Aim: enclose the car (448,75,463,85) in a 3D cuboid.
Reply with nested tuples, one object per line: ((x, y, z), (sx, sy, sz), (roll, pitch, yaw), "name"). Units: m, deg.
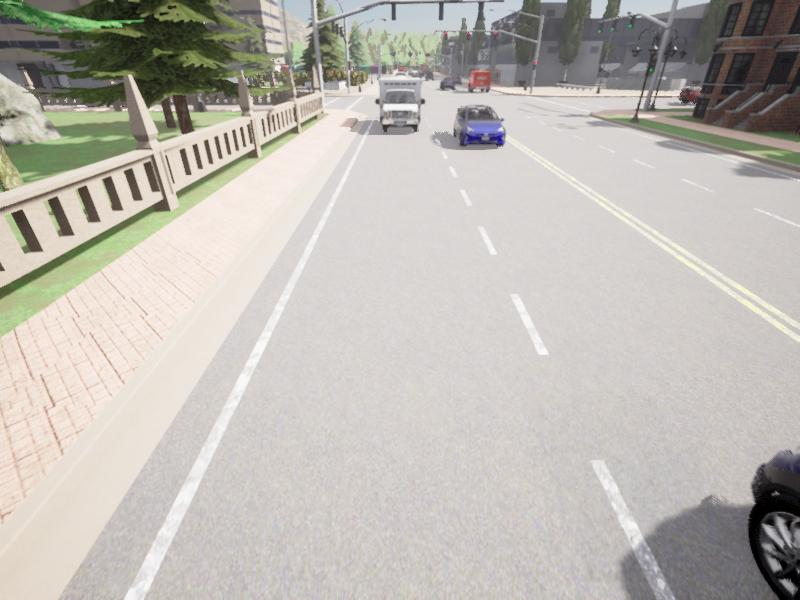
((10.554, -42.262, 76.781), (2.242, 1.667, 4.611), (0, 30, 0), "car")

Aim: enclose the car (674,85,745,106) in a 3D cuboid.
((27.889, -18.516, 36.173), (4.514, 1.525, 2.007), (-1, 30, -1), "car")

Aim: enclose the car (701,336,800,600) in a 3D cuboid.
((3.498, 1.980, 0.841), (2.097, 1.767, 4.553), (0, 30, 0), "car")

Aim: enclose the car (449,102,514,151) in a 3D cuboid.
((3.511, -7.999, 18.176), (2.007, 1.525, 4.514), (0, 30, 0), "car")

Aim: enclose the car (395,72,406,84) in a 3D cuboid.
((0.057, -44.311, 79.786), (2.150, 2.045, 5.566), (0, 30, 0), "car")

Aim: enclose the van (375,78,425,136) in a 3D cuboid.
((0.013, -10.920, 22.280), (2.351, 2.431, 6.366), (0, 30, 0), "van")

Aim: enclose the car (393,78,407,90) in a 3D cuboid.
((0.041, -32.426, 60.078), (2.033, 1.411, 5.357), (0, 30, 0), "car")

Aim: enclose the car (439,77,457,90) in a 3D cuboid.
((7.042, -32.251, 59.546), (2.033, 1.649, 4.856), (0, 30, 0), "car")

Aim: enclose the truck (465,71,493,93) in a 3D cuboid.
((10.538, -29.283, 53.650), (2.627, 2.467, 5.204), (0, 30, 0), "truck")
